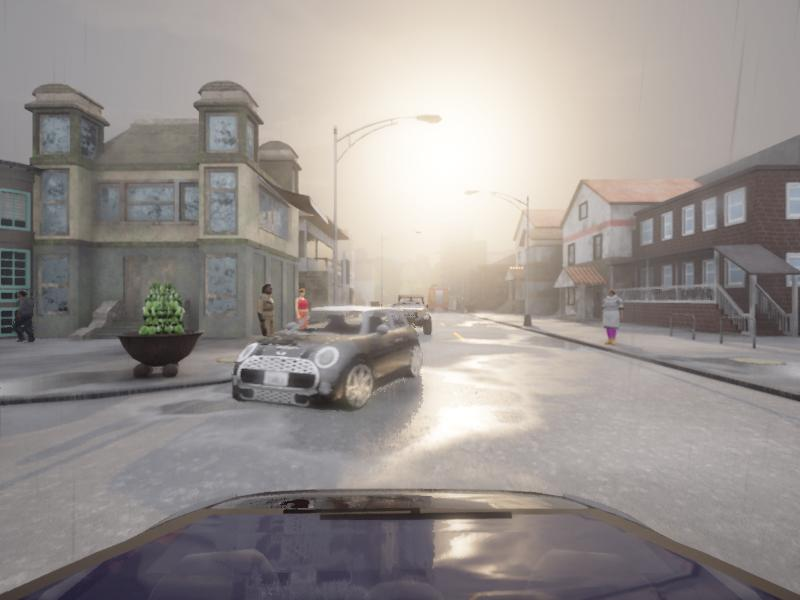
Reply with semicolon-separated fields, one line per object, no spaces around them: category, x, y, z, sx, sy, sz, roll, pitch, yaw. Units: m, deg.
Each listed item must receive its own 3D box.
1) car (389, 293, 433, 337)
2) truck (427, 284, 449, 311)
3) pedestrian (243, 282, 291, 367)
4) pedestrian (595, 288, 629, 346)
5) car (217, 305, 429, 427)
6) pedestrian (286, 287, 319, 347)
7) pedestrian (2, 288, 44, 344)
car;0.533;0.643;19.208;1.905;1.878;3.866;0;0;2
truck;5.641;-0.330;60.689;2.891;3.827;8.468;0;0;2
pedestrian;-3.043;0.533;9.221;0.751;1.860;0.751;0;0;19
pedestrian;7.062;0.531;13.349;0.751;1.860;0.751;0;0;-35
car;-1.003;0.852;7.125;1.970;1.475;3.806;0;0;21
pedestrian;-3.130;0.532;12.861;0.751;1.860;0.751;0;0;42
pedestrian;-12.946;0.545;13.755;0.751;1.860;0.751;0;0;-5
